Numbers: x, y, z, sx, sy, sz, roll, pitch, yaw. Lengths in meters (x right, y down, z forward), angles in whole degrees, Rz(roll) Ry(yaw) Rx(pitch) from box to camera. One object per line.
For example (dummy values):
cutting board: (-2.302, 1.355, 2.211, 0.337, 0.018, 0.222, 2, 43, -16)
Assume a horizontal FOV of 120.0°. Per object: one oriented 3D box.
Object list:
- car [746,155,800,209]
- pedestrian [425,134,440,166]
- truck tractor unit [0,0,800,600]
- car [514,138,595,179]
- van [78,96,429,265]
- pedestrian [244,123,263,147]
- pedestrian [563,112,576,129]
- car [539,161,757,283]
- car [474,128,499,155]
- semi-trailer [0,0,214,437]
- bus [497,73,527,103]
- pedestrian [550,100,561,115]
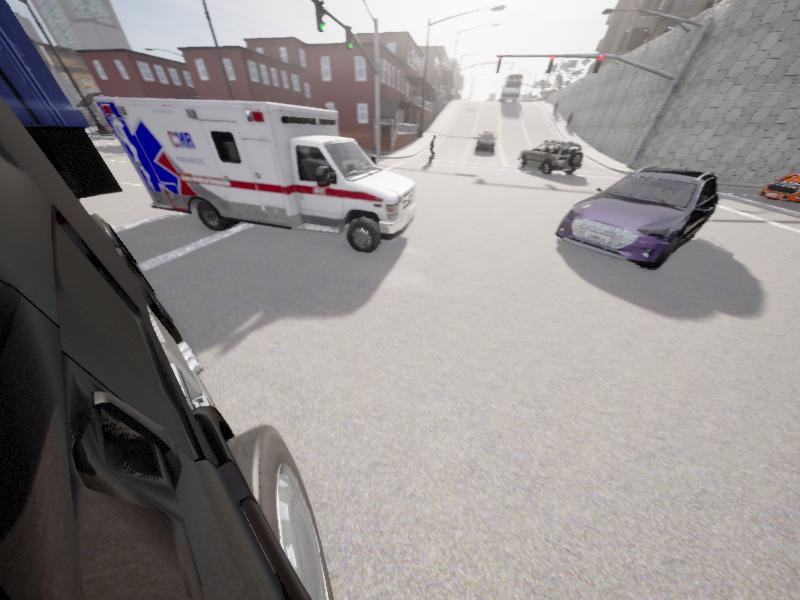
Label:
car: (19.175, -4.803, 9.707, 4.553, 1.767, 2.097, 12, 38, 12)
pedestrian: (2.362, -10.906, 16.788, 0.751, 1.860, 0.751, 10, 37, 9)
truck tractor unit: (-2.645, -0.295, 0.351, 6.516, 4.208, 3.053, 28, 44, 30)
car: (10.122, -9.731, 15.703, 1.932, 1.855, 4.605, -5, 38, -5)
van: (-2.802, -2.952, 5.406, 6.366, 2.431, 2.351, 12, 38, 12)
pedestrian: (-13.856, -15.611, 21.874, 0.751, 1.860, 0.751, 16, 39, 17)
pedestrian: (23.545, -24.952, 32.112, 0.751, 1.860, 0.751, 12, 38, 12)
car: (6.037, -2.243, 5.644, 4.856, 1.649, 2.033, -20, 42, -27)
car: (9.219, -16.989, 24.660, 1.930, 1.638, 5.238, 11, 43, 12)
semi-trailer: (-9.659, -2.667, 2.949, 14.254, 4.402, 2.717, 15, 38, 16)
bus: (23.253, -44.447, 48.661, 3.944, 4.253, 10.273, 11, 43, 12)
pedestrian: (25.347, -31.395, 37.754, 0.751, 1.860, 0.751, 12, 38, 12)
